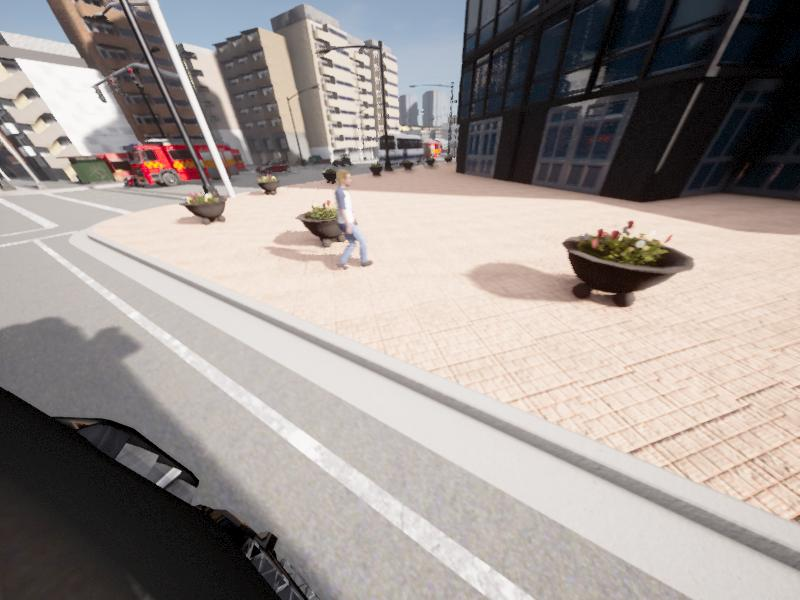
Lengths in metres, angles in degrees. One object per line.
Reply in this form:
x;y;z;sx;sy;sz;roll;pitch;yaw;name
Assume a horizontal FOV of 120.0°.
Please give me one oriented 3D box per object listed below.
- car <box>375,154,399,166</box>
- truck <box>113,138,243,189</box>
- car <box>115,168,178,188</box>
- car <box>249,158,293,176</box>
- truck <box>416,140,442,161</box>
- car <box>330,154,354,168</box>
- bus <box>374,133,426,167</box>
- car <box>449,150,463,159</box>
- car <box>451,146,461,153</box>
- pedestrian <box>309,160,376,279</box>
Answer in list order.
-2.210;-25.083;41.331;2.033;1.649;4.856;15;37;26;car
-21.960;-14.221;23.865;2.891;3.827;8.468;15;37;25;truck
-26.260;-12.769;24.087;1.970;1.475;3.806;16;37;26;car
-17.261;-17.974;31.184;2.097;1.767;4.553;15;37;25;car
6.890;-35.034;54.093;2.891;3.827;8.468;15;37;26;truck
-10.397;-24.963;41.456;1.905;1.878;3.866;15;36;25;car
0.429;-25.123;38.796;3.944;4.253;10.273;15;37;26;bus
14.589;-37.763;59.984;2.152;1.651;5.027;15;38;26;car
21.156;-56.690;86.975;2.242;1.667;4.611;15;39;26;car
-1.005;-1.438;4.208;0.751;1.860;0.751;-14;35;-16;pedestrian
